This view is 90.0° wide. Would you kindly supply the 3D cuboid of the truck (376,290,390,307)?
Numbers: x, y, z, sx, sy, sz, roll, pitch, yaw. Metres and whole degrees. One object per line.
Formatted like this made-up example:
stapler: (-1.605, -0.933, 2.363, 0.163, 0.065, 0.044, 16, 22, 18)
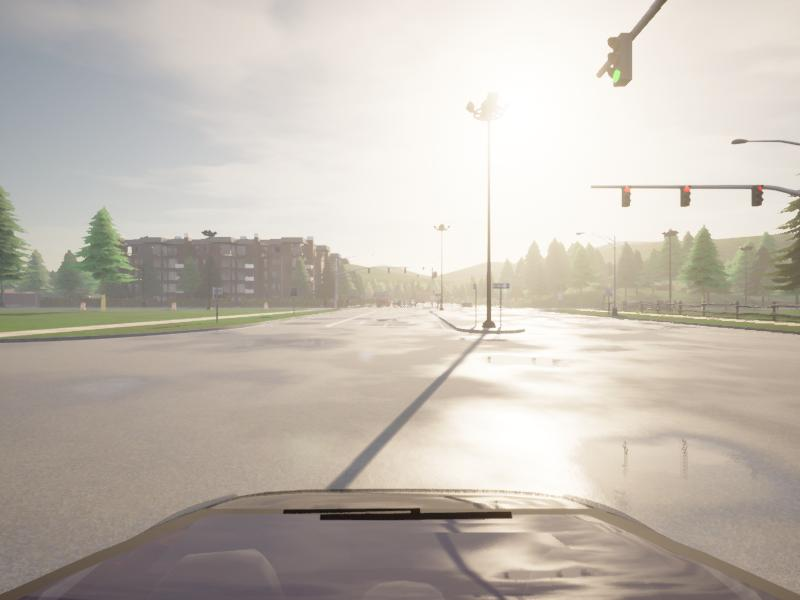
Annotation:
truck: (-4.019, -0.320, 97.032, 2.891, 3.827, 8.468, 0, 0, 1)
